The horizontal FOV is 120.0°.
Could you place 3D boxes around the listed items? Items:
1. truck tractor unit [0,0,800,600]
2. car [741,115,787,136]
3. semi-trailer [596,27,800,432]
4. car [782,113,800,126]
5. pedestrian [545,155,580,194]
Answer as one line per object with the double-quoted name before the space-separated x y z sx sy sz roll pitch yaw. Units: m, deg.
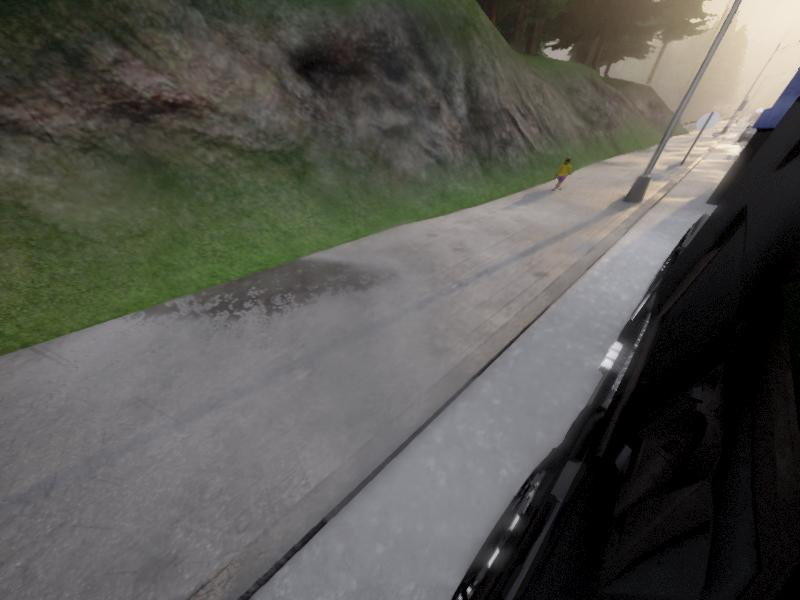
"truck tractor unit" 2.645 -0.295 0.352 6.516 4.208 3.053 -28 44 -30
"car" 40.078 -19.336 25.579 4.856 1.649 2.033 -28 44 -31
"semi-trailer" 8.795 -3.537 4.131 14.254 4.402 2.717 -27 43 -29
"car" 65.033 -29.588 37.766 4.974 1.542 2.038 -28 44 -30
"pedestrian" 5.519 -4.279 7.885 0.500 1.100 0.500 -20 40 -22
